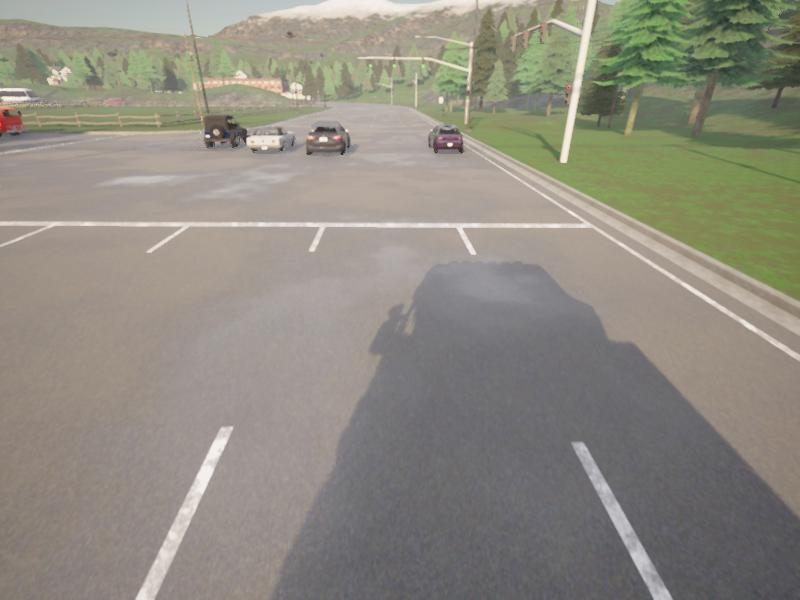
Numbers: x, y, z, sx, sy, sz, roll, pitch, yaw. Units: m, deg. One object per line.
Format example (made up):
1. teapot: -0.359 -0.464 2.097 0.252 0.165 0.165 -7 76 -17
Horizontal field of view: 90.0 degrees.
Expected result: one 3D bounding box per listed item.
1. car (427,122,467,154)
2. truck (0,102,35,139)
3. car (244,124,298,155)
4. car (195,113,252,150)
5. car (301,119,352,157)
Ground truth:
1. car: 2.773 -9.968 24.494 1.816 1.474 4.193 -1 27 -2
2. truck: -32.481 -13.992 30.994 5.204 2.467 2.627 1 27 -3
3. car: -7.730 -9.869 24.435 1.895 1.301 4.718 -1 27 -2
4. car: -11.286 -10.986 25.939 1.905 1.878 3.866 -1 27 -2
5. car: -4.202 -9.661 23.639 2.242 1.667 4.611 -1 27 -2
